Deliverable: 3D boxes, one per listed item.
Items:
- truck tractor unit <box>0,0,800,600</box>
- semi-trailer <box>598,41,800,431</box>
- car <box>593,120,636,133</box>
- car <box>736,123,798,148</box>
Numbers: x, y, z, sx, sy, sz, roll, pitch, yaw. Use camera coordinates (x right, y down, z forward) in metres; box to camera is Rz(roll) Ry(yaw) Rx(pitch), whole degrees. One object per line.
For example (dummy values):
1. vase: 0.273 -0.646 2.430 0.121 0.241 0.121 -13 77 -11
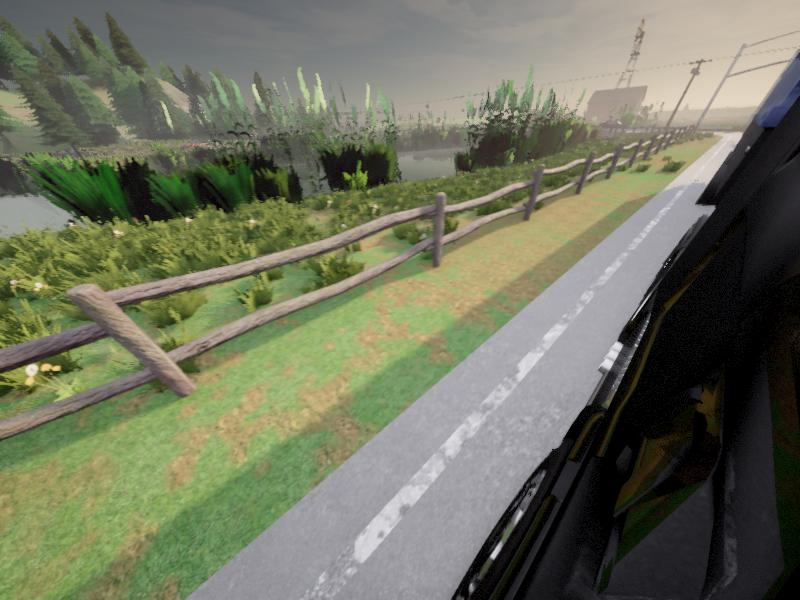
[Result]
1. truck tractor unit: 2.645 -0.295 0.351 6.516 4.208 3.053 -28 44 -30
2. semi-trailer: 8.696 -3.596 4.245 14.254 4.402 2.717 -28 44 -30
3. car: 34.290 -27.908 37.098 1.812 1.442 4.674 -26 45 -28
4. car: 28.590 -12.942 18.099 4.181 1.385 1.994 -28 44 -30
